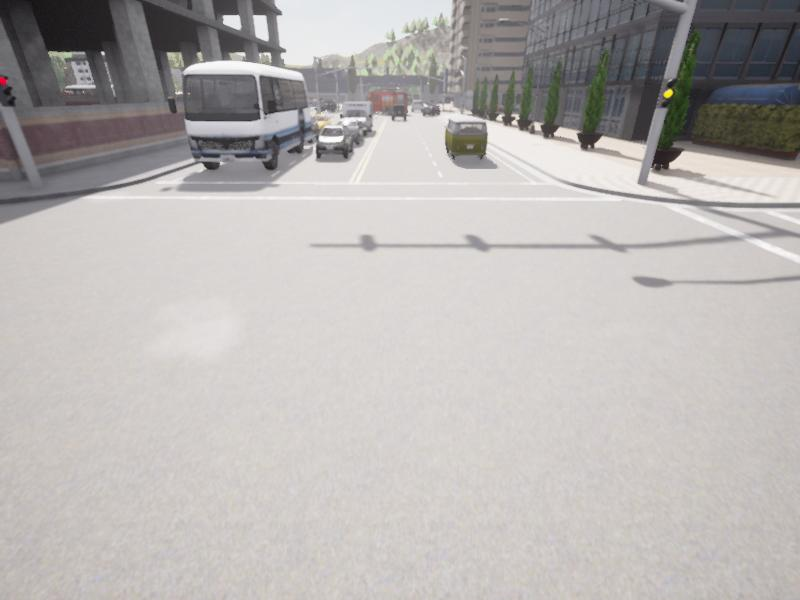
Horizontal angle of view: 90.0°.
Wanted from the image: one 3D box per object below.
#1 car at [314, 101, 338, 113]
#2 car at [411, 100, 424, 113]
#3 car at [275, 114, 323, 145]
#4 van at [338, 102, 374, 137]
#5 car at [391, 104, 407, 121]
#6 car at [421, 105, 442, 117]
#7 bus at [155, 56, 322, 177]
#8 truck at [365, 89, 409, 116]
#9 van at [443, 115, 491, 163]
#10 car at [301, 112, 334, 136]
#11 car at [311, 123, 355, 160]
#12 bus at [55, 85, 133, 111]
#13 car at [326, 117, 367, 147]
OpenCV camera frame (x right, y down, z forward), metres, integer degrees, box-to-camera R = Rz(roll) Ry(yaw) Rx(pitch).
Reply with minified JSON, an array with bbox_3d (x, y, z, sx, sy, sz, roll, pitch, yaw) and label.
[{"bbox_3d":[-13.447,-35.008,72.459,3.866,1.878,1.905,1,27,1],"label":"car"},{"bbox_3d":[3.323,-37.256,76.891,2.150,2.045,5.566,0,27,0],"label":"car"},{"bbox_3d":[-7.066,-12.212,28.502,2.242,1.667,4.611,0,27,0],"label":"car"},{"bbox_3d":[-3.580,-15.534,34.161,2.351,2.431,6.366,0,27,0],"label":"van"},{"bbox_3d":[-0.119,-24.480,52.175,1.905,1.878,3.866,0,27,0],"label":"car"},{"bbox_3d":[5.052,-29.932,63.184,2.007,1.525,4.514,11,30,20],"label":"car"},{"bbox_3d":[-6.922,-9.307,20.029,3.944,4.253,10.273,0,27,0],"label":"bus"},{"bbox_3d":[-2.293,-32.903,66.406,2.891,3.827,8.468,-18,33,-31],"label":"truck"},{"bbox_3d":[3.450,-8.758,21.515,1.775,1.987,4.442,0,27,0],"label":"van"},{"bbox_3d":[-7.081,-15.409,34.820,1.801,1.575,5.366,0,27,0],"label":"car"},{"bbox_3d":[-3.550,-8.730,21.883,1.789,1.549,3.705,0,27,0],"label":"car"},{"bbox_3d":[-56.816,-37.641,74.654,10.273,4.253,3.944,0,27,0],"label":"bus"},{"bbox_3d":[-3.562,-11.650,27.609,2.128,1.511,4.902,0,27,0],"label":"car"}]
